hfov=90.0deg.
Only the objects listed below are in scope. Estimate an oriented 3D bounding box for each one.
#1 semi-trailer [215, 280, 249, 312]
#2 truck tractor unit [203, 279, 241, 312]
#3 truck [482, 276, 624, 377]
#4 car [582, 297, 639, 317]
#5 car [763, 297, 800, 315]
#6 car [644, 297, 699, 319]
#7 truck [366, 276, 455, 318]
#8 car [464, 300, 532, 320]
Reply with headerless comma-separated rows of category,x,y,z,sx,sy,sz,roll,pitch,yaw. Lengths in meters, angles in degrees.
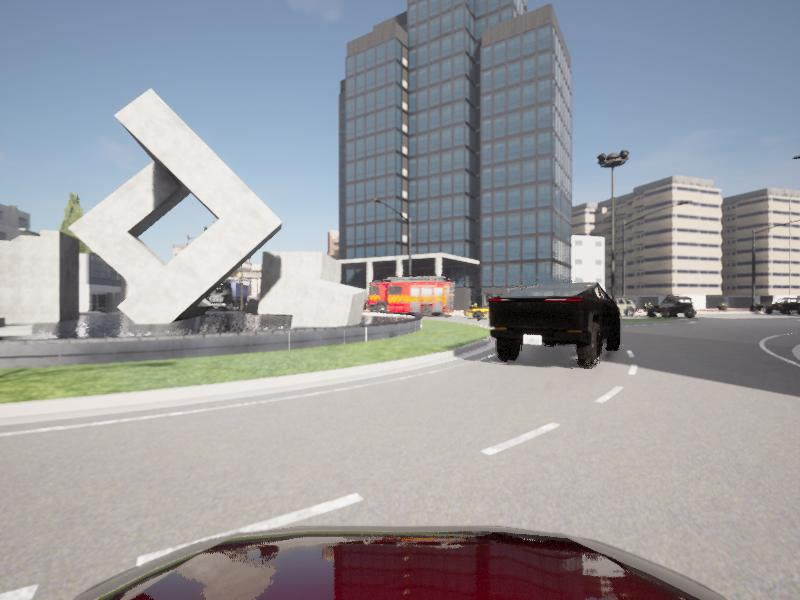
semi-trailer,-25.699,-0.592,61.934,2.717,4.402,14.254,0,0,-14
truck tractor unit,-23.968,-0.502,54.223,3.053,4.208,6.516,0,0,-8
truck,4.773,0.549,11.591,2.390,2.098,6.274,0,0,35
car,20.058,0.677,38.127,4.605,1.855,1.932,0,0,-12
car,42.552,0.679,44.148,3.866,1.878,1.905,0,0,-16
car,24.051,0.669,35.426,3.866,1.878,1.905,0,0,-13
truck,0.974,-0.301,39.927,8.468,3.827,2.891,0,0,27
car,8.119,0.820,33.644,5.366,1.575,1.801,0,0,6
